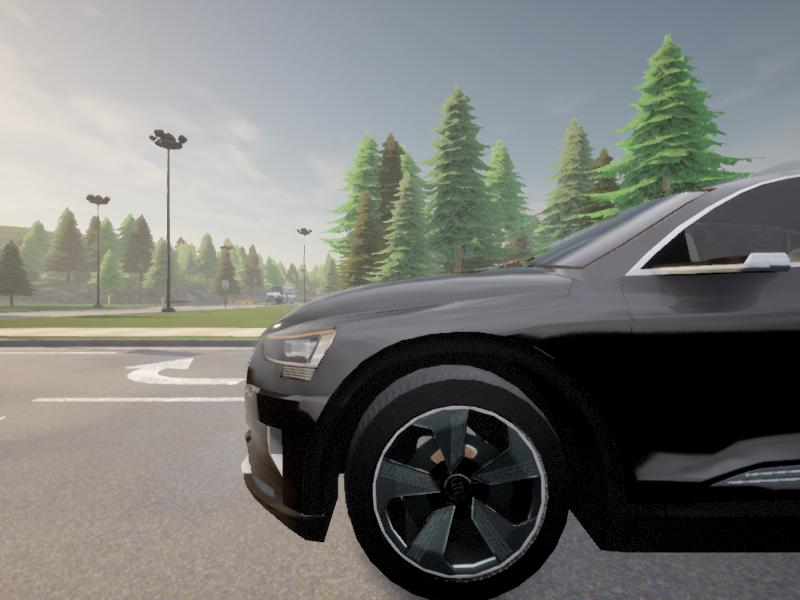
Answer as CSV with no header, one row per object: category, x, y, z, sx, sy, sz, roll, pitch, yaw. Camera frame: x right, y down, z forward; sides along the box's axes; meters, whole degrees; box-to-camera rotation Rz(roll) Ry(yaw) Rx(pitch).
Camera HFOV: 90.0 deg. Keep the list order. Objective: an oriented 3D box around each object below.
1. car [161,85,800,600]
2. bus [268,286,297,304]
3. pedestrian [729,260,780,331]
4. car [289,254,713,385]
car,1.704,0.179,2.231,4.856,1.649,2.033,0,0,0
bus,-28.715,-1.161,98.096,3.944,4.253,10.273,0,0,1
pedestrian,9.638,-0.119,10.903,0.751,1.860,0.751,0,0,1
car,1.184,0.227,5.705,4.974,1.542,2.038,0,0,0
